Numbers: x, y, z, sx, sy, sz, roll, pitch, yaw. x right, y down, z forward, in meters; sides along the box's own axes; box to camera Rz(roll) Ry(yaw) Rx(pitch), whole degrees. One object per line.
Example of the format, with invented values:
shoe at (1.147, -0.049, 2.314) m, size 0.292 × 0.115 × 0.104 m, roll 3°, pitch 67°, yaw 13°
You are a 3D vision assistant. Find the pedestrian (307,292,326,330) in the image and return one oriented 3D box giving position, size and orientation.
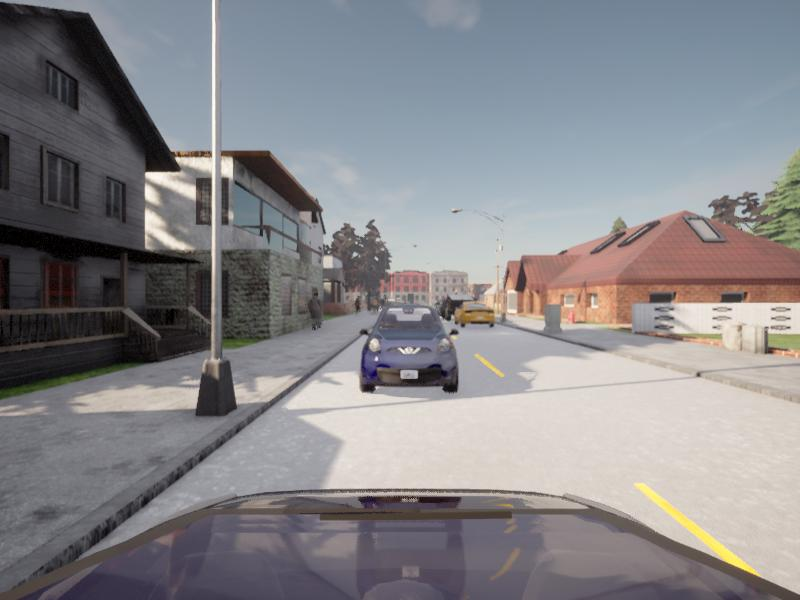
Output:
pedestrian at (-4.154, 0.548, 19.856) m, size 0.751 × 1.860 × 0.751 m, roll 0°, pitch 0°, yaw 4°

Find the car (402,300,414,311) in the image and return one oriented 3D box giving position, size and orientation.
car at (1.255, 0.834, 61.743) m, size 1.851 × 1.617 × 3.988 m, roll 0°, pitch 0°, yaw 1°

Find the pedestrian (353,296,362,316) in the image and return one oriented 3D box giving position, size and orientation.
pedestrian at (-4.019, 0.561, 38.142) m, size 0.751 × 1.860 × 0.751 m, roll 0°, pitch 0°, yaw 6°

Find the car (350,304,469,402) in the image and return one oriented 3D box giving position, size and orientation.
car at (0.178, 0.834, 8.015) m, size 1.845 × 1.501 × 3.633 m, roll 0°, pitch 0°, yaw 1°

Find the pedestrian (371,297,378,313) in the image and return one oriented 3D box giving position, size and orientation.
pedestrian at (-2.901, 0.567, 45.711) m, size 0.751 × 1.860 × 0.751 m, roll 0°, pitch 0°, yaw 1°

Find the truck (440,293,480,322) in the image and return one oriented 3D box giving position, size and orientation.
truck at (4.662, 0.566, 32.165) m, size 2.390 × 2.098 × 6.274 m, roll 0°, pitch 0°, yaw 1°

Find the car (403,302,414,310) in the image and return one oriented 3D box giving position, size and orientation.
car at (1.523, 1.139, 74.782) m, size 2.007 × 1.525 × 4.514 m, roll 0°, pitch 0°, yaw 1°

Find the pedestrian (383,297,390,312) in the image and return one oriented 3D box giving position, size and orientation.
pedestrian at (-1.740, 0.562, 51.437) m, size 0.751 × 1.860 × 0.751 m, roll 0°, pitch 0°, yaw 10°

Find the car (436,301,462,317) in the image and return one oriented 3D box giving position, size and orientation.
car at (4.809, 0.866, 39.899) m, size 2.128 × 1.511 × 4.902 m, roll 0°, pitch 0°, yaw 1°

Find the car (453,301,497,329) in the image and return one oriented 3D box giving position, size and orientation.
car at (4.515, 0.842, 24.701) m, size 1.882 × 1.535 × 5.008 m, roll 0°, pitch 0°, yaw 1°
